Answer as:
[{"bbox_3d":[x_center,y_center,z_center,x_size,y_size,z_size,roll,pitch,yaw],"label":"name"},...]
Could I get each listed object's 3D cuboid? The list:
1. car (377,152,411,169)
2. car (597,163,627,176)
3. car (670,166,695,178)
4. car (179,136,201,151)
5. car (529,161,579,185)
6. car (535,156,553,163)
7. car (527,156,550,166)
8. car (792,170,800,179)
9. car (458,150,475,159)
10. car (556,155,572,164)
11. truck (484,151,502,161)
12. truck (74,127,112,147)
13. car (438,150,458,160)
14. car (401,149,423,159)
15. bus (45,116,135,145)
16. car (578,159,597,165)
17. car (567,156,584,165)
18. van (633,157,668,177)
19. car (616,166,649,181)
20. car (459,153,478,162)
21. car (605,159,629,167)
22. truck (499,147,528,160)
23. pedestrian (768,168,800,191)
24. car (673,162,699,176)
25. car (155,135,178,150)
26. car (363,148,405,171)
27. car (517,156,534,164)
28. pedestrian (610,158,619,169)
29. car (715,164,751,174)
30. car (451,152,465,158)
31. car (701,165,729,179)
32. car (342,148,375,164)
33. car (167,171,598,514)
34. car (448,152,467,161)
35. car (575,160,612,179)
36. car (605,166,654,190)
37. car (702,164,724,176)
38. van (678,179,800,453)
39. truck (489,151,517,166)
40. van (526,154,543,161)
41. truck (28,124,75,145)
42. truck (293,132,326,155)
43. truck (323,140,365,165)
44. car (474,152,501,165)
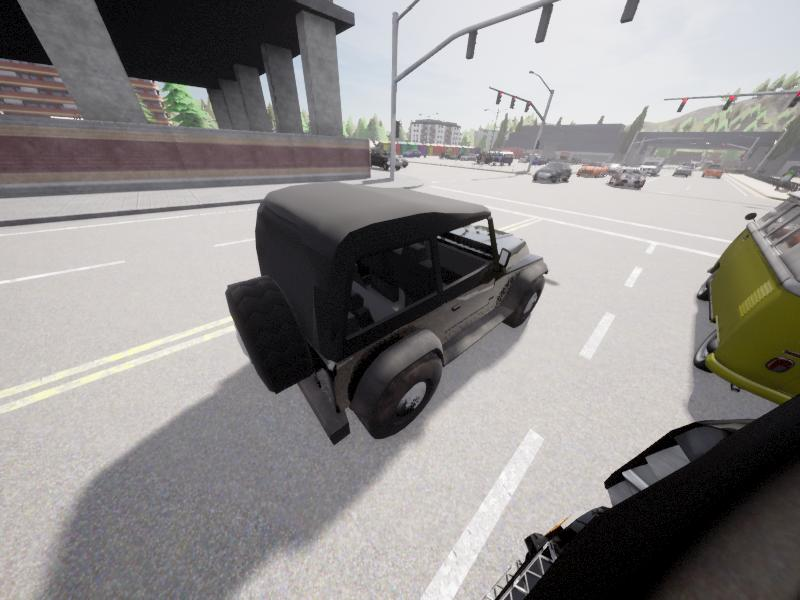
[{"bbox_3d":[-0.825,-17.119,28.247,1.816,1.474,4.193,-25,42,-35],"label":"car"},{"bbox_3d":[31.732,-19.626,34.580,4.792,1.488,2.163,-24,42,-35],"label":"car"},{"bbox_3d":[47.207,-21.427,38.544,5.357,1.411,2.033,-25,42,-35],"label":"car"},{"bbox_3d":[-35.281,-26.260,38.794,1.905,1.878,3.866,-24,42,-35],"label":"car"},{"bbox_3d":[14.145,-11.727,21.158,4.856,1.649,2.033,-24,42,-35],"label":"car"},{"bbox_3d":[38.216,-37.184,61.314,5.357,1.415,2.033,-24,42,-35],"label":"car"},{"bbox_3d":[28.813,-28.857,47.936,4.611,1.667,2.242,-24,42,-35],"label":"car"},{"bbox_3d":[92.139,-27.513,50.980,1.801,1.575,5.366,-24,42,-35],"label":"car"},{"bbox_3d":[18.751,-41.028,65.206,4.605,1.855,1.932,-24,42,-35],"label":"car"},{"bbox_3d":[44.853,-38.366,63.175,3.866,1.878,1.905,-24,42,-35],"label":"car"},{"bbox_3d":[24.211,-37.520,60.163,4.478,2.038,2.069,-24,42,-35],"label":"truck"},{"bbox_3d":[-51.751,-27.609,39.110,2.615,2.467,5.204,-24,42,-35],"label":"truck"},{"bbox_3d":[11.093,-33.496,53.278,4.605,1.855,1.932,-24,42,-35],"label":"car"},{"bbox_3d":[2.693,-33.640,53.166,4.611,1.667,2.242,-24,42,-35],"label":"car"},{"bbox_3d":[-65.296,-36.015,49.421,10.273,4.253,3.944,-24,42,-35],"label":"bus"},{"bbox_3d":[57.008,-41.894,70.128,1.970,1.475,3.806,-24,42,-34],"label":"car"},{"bbox_3d":[46.719,-37.080,61.374,4.605,1.855,1.932,-24,42,-35],"label":"car"},{"bbox_3d":[39.112,-20.780,36.021,6.366,2.431,2.351,-24,42,-35],"label":"van"},{"bbox_3d":[28.326,-15.451,28.134,4.181,1.385,1.994,-24,42,-35],"label":"car"},{"bbox_3d":[14.794,-30.864,50.030,3.806,1.475,1.970,-24,42,-35],"label":"car"},{"bbox_3d":[66.048,-41.802,70.442,2.033,1.649,4.856,-24,42,-34],"label":"car"},{"bbox_3d":[41.493,-53.772,84.643,2.891,3.827,8.468,-23,41,-33],"label":"truck"},{"bbox_3d":[36.877,-11.575,22.176,0.751,1.860,0.751,-25,42,-35],"label":"pedestrian"},{"bbox_3d":[52.886,-24.284,42.695,5.566,2.045,2.150,-24,42,-35],"label":"car"},{"bbox_3d":[-37.489,-25.263,37.126,1.905,1.878,3.866,-24,42,-35],"label":"car"},{"bbox_3d":[-1.824,-15.034,24.668,1.932,1.855,4.605,-25,42,-35],"label":"car"},{"bbox_3d":[29.939,-33.443,55.063,3.806,1.475,1.970,-24,42,-35],"label":"car"},{"bbox_3d":[46.151,-29.386,49.718,0.751,1.860,0.751,-26,43,-36],"label":"pedestrian"},{"bbox_3d":[84.334,-33.142,58.569,1.932,1.855,4.605,-10,36,-19],"label":"car"},{"bbox_3d":[16.883,-42.145,67.130,3.905,1.438,1.784,-24,42,-35],"label":"car"},{"bbox_3d":[53.146,-21.724,39.084,4.553,1.767,2.097,-24,42,-35],"label":"car"},{"bbox_3d":[-5.932,-20.547,32.874,1.930,1.638,5.238,-25,42,-35],"label":"car"},{"bbox_3d":[0.274,-0.350,2.784,3.866,1.878,1.905,-24,42,-35],"label":"car"},{"bbox_3d":[12.889,-32.161,51.783,3.905,1.438,1.784,-24,42,-35],"label":"car"},{"bbox_3d":[23.924,-16.209,28.558,4.553,1.767,2.097,-24,42,-35],"label":"car"},{"bbox_3d":[19.959,-10.779,20.312,1.970,1.475,3.806,19,37,23],"label":"car"},{"bbox_3d":[63.707,-26.550,47.081,3.866,1.878,1.905,-24,42,-35],"label":"car"},{"bbox_3d":[5.427,-0.146,2.781,4.442,1.987,1.775,-24,42,-35],"label":"van"},{"bbox_3d":[17.532,-23.979,39.254,4.478,2.038,2.069,-24,42,-35],"label":"truck"},{"bbox_3d":[48.292,-51.270,83.015,2.069,2.038,4.480,-23,41,-33],"label":"van"},{"bbox_3d":[-54.986,-26.148,36.664,2.615,2.467,5.204,-24,42,-35],"label":"truck"},{"bbox_3d":[-19.123,-33.071,48.772,2.891,3.827,8.468,-25,42,-35],"label":"truck"},{"bbox_3d":[-7.123,-18.774,29.362,2.627,2.467,5.204,-25,42,-35],"label":"truck"},{"bbox_3d":[15.569,-25.147,41.036,4.605,1.855,1.932,-24,42,-35],"label":"car"}]
